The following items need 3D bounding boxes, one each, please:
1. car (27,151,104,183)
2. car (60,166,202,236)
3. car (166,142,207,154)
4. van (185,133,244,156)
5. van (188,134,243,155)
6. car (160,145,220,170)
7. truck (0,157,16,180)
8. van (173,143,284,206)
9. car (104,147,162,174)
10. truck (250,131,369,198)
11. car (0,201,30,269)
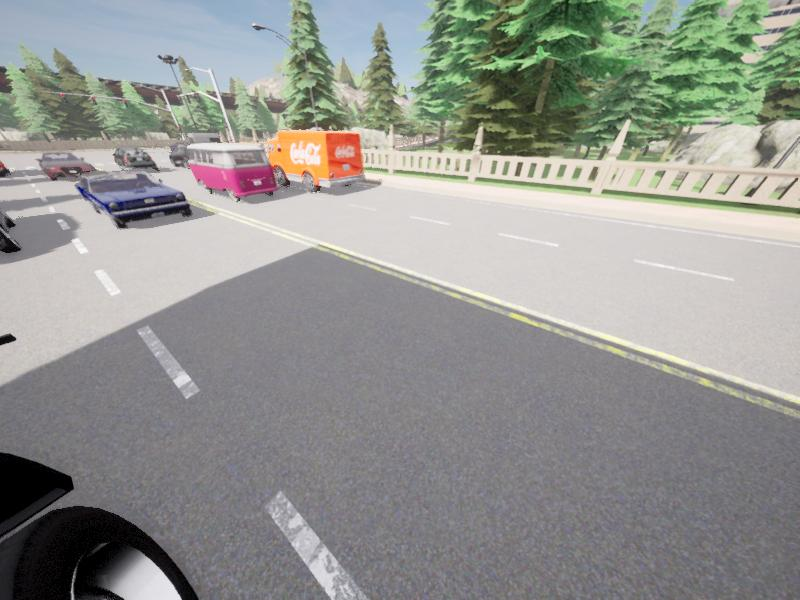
[{"bbox_3d":[-21.171,-8.499,14.628,4.181,1.385,1.994,22,41,28],"label":"car"},{"bbox_3d":[-8.981,-3.507,7.696,4.718,1.301,1.895,22,41,28],"label":"car"},{"bbox_3d":[-33.459,-23.973,36.382,1.816,1.474,4.193,22,41,28],"label":"car"},{"bbox_3d":[-26.889,-22.748,33.764,1.988,2.561,5.915,22,41,28],"label":"van"},{"bbox_3d":[-28.863,-24.638,36.429,1.988,2.561,5.915,22,41,28],"label":"van"},{"bbox_3d":[-17.866,-12.192,19.650,4.856,1.649,2.033,21,40,29],"label":"car"},{"bbox_3d":[-27.273,-8.961,14.306,5.204,2.467,2.627,22,41,28],"label":"truck"},{"bbox_3d":[-7.503,-5.655,10.150,4.442,1.987,1.775,22,41,28],"label":"van"},{"bbox_3d":[-20.268,-10.674,17.552,3.705,1.549,1.789,22,41,28],"label":"car"},{"bbox_3d":[-4.532,-7.104,11.811,5.204,2.467,2.627,23,41,28],"label":"truck"},{"bbox_3d":[-10.827,-1.936,5.161,5.238,1.638,1.930,23,41,27],"label":"car"}]
